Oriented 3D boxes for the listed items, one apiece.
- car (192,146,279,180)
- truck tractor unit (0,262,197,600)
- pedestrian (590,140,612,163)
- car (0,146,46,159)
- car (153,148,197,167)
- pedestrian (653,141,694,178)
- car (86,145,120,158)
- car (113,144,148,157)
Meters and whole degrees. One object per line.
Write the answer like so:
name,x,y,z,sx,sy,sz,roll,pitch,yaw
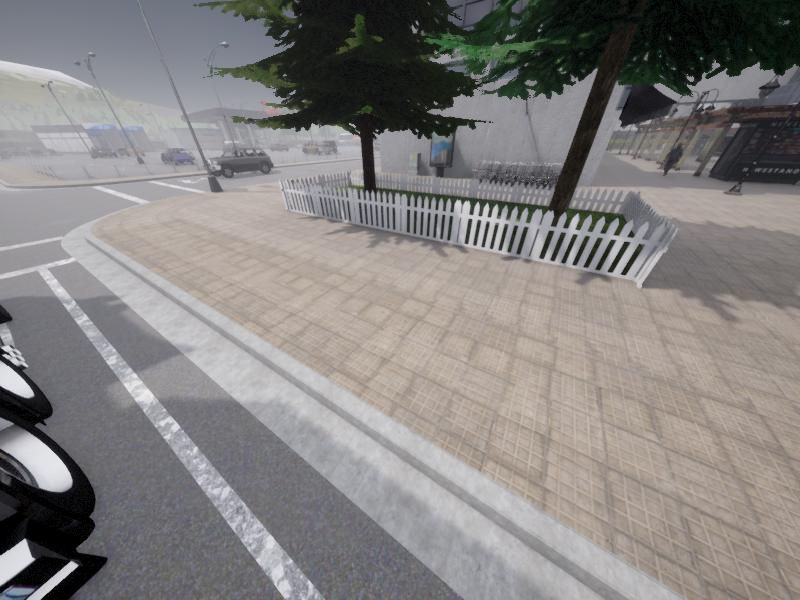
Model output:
car,-12.132,-10.488,17.474,1.932,1.855,4.605,19,39,26
truck tractor unit,-5.107,-0.305,0.785,6.516,4.208,3.053,19,39,24
pedestrian,19.509,-14.415,22.468,0.751,1.860,0.751,4,35,6
car,-63.261,-24.337,37.973,1.930,1.638,5.238,20,40,26
car,-23.495,-14.975,24.140,3.633,1.501,1.845,19,39,26
pedestrian,16.648,-8.552,14.102,0.751,1.860,0.751,-19,39,-25
car,-45.597,-22.788,35.462,4.514,1.523,2.007,19,39,26
car,-43.984,-24.339,37.660,5.027,1.636,2.152,19,39,26
